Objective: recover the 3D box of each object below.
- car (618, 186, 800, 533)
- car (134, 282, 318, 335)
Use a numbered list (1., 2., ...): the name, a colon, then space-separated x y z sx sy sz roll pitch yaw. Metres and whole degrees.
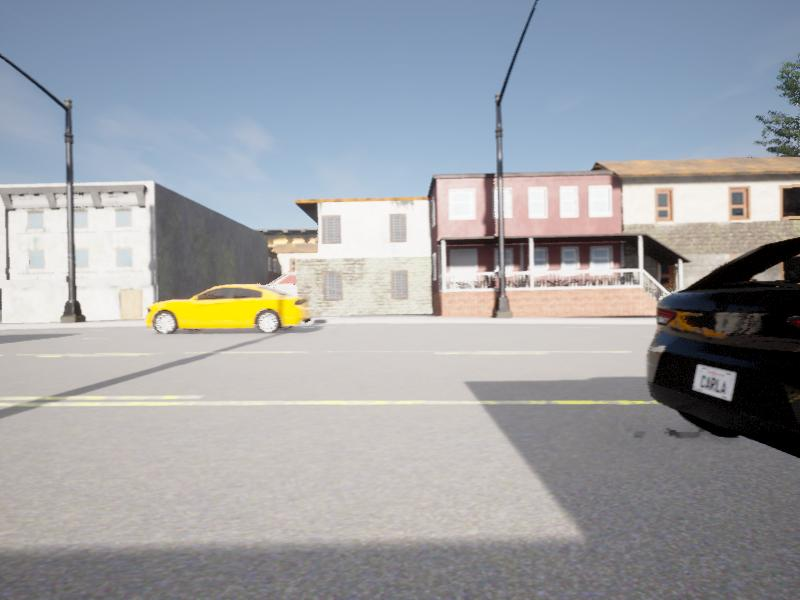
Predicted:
1. car: 3.796 0.258 2.202 4.193 1.474 1.816 0 0 0
2. car: -5.310 0.262 12.702 5.008 1.535 1.882 0 0 0
